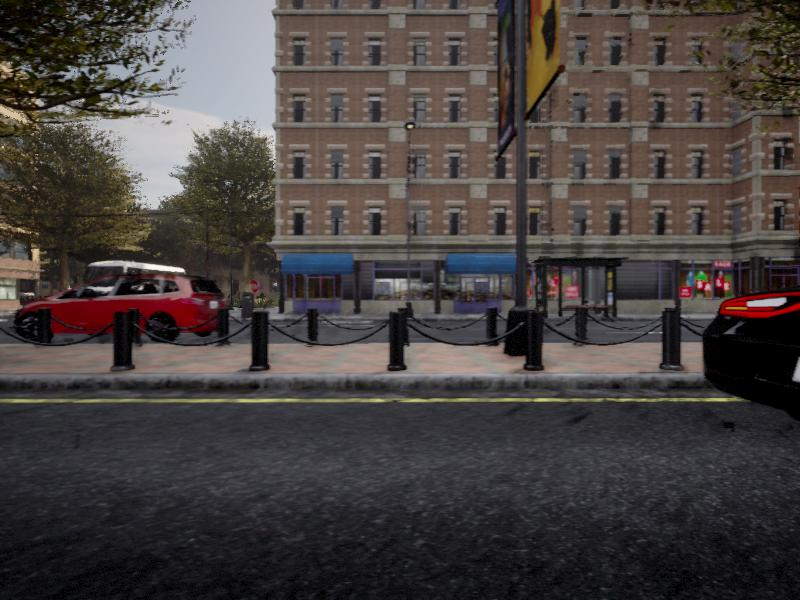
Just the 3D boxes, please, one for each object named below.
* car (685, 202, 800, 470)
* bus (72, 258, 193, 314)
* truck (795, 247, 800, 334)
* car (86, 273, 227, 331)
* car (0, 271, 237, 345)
[{"bbox_3d":[4.788,0.217,2.202,4.974,1.542,2.038,0,0,0],"label":"car"},{"bbox_3d":[-22.802,-1.101,35.306,3.944,4.253,10.273,0,1,-1],"label":"bus"},{"bbox_3d":[13.971,-0.263,10.183,5.204,2.467,2.627,0,0,0],"label":"truck"},{"bbox_3d":[-8.381,0.061,13.960,3.866,1.878,1.905,0,0,7],"label":"car"},{"bbox_3d":[-6.894,0.170,10.165,4.611,1.667,2.242,0,0,0],"label":"car"}]
